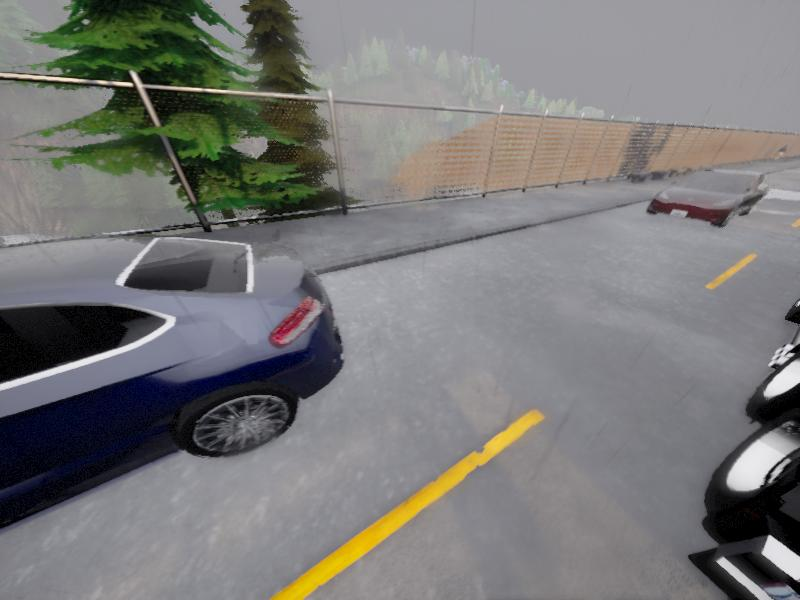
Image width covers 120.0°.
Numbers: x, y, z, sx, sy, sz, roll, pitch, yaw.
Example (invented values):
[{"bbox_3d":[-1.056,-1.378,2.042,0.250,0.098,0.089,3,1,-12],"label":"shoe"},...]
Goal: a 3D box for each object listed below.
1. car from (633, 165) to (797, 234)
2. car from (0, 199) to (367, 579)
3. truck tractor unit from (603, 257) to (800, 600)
[{"bbox_3d":[11.248,-3.817,8.307,4.792,1.488,2.163,-17,38,-23],"label":"car"},{"bbox_3d":[-3.072,0.560,1.758,5.027,1.651,2.152,-17,38,-24],"label":"car"},{"bbox_3d":[5.099,-0.312,0.800,6.516,4.208,3.053,-19,39,-25],"label":"truck tractor unit"}]
